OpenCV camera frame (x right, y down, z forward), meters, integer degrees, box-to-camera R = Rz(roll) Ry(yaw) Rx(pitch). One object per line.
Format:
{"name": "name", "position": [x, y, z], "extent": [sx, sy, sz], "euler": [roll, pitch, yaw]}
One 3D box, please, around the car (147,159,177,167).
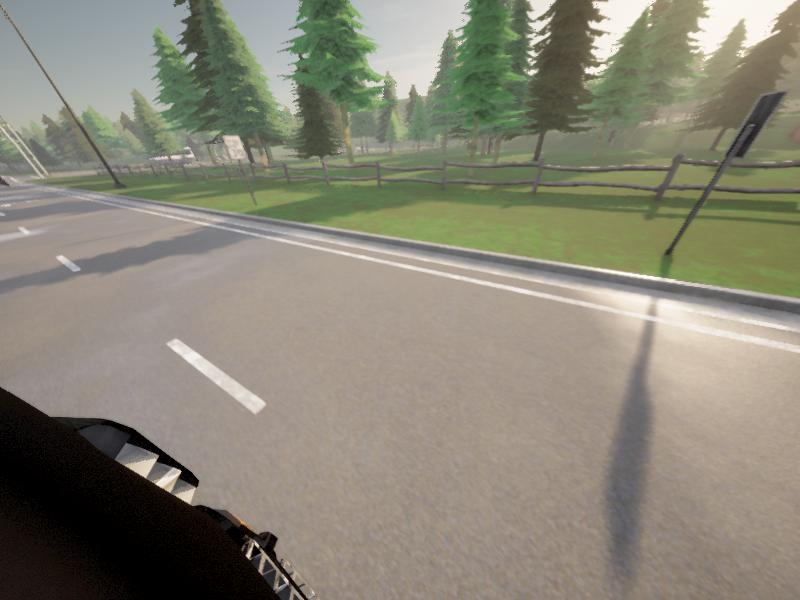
{"name": "car", "position": [-64.533, -37.126, 62.709], "extent": [2.033, 1.411, 5.357], "euler": [16, 38, 25]}

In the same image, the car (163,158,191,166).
{"name": "car", "position": [-60.427, -37.414, 62.718], "extent": [1.837, 1.490, 4.892], "euler": [16, 38, 25]}

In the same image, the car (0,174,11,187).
{"name": "car", "position": [-51.957, -15.372, 28.940], "extent": [5.566, 2.045, 2.150], "euler": [16, 39, 26]}

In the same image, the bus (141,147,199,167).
{"name": "bus", "position": [-65.557, -41.176, 66.228], "extent": [3.944, 4.253, 10.273], "euler": [16, 38, 25]}
